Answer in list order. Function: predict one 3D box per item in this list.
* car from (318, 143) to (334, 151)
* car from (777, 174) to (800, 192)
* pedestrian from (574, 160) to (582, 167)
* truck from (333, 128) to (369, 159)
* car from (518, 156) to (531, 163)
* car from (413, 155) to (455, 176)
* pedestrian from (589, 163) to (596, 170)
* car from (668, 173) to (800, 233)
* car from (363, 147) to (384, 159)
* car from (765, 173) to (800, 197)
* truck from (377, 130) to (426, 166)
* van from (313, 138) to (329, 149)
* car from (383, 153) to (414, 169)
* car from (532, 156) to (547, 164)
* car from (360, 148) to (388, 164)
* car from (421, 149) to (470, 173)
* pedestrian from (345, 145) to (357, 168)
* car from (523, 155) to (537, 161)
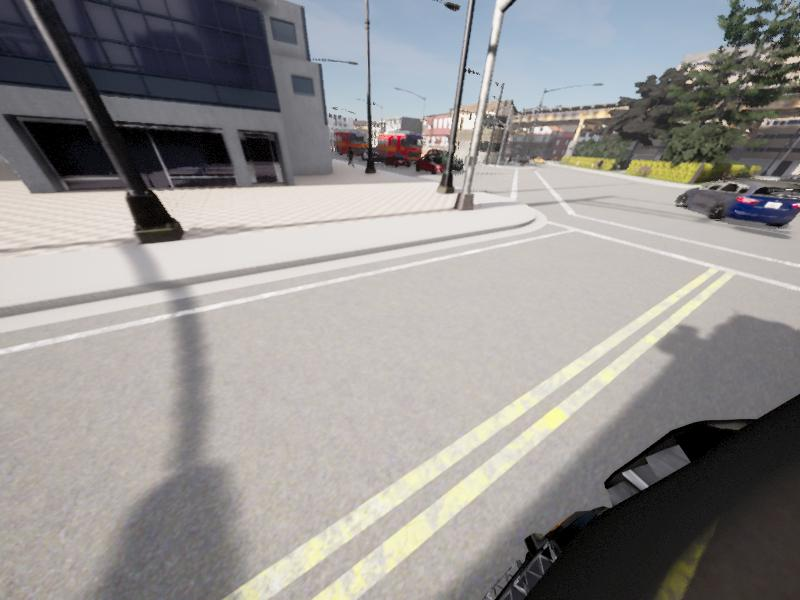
[{"bbox_3d":[-16.057,-33.158,50.036,1.994,1.385,4.181,-16,39,-26],"label":"car"},{"bbox_3d":[43.907,-12.682,25.118,4.792,1.488,2.163,-16,38,-26],"label":"car"},{"bbox_3d":[39.419,-30.251,51.088,0.751,1.300,0.751,13,35,15],"label":"pedestrian"},{"bbox_3d":[-8.266,-26.302,38.762,2.891,3.827,8.468,-16,40,-26],"label":"truck"},{"bbox_3d":[33.099,-37.389,61.500,1.970,1.475,3.806,10,34,11],"label":"car"},{"bbox_3d":[3.323,-13.718,23.455,1.816,1.474,4.193,-16,38,-26],"label":"car"},{"bbox_3d":[35.175,-24.412,42.141,0.500,1.100,0.500,13,35,14],"label":"pedestrian"},{"bbox_3d":[15.901,-4.848,10.999,2.242,1.667,4.611,16,36,18],"label":"car"},{"bbox_3d":[-4.662,-25.571,40.161,1.812,1.442,4.674,-16,39,-26],"label":"car"},{"bbox_3d":[37.283,-10.861,21.734,5.027,1.651,2.152,-16,38,-26],"label":"car"},{"bbox_3d":[-0.137,-22.109,33.479,2.891,3.827,8.468,-16,39,-26],"label":"truck"},{"bbox_3d":[-21.750,-43.007,63.432,2.351,2.431,6.366,-16,37,-26],"label":"van"},{"bbox_3d":[-0.288,-17.194,28.447,1.994,1.385,4.181,-16,38,-25],"label":"car"},{"bbox_3d":[36.387,-36.607,60.483,1.801,1.575,5.366,10,34,11],"label":"car"},{"bbox_3d":[-3.798,-20.772,33.222,2.038,1.542,4.974,-16,39,-26],"label":"car"},{"bbox_3d":[5.046,-16.155,26.718,2.150,2.045,5.566,-16,38,-26],"label":"car"},{"bbox_3d":[-4.835,-14.069,22.695,0.751,1.860,0.751,-25,43,-35],"label":"pedestrian"},{"bbox_3d":[43.376,-47.226,76.983,5.027,1.651,2.152,-27,43,-37],"label":"car"}]
